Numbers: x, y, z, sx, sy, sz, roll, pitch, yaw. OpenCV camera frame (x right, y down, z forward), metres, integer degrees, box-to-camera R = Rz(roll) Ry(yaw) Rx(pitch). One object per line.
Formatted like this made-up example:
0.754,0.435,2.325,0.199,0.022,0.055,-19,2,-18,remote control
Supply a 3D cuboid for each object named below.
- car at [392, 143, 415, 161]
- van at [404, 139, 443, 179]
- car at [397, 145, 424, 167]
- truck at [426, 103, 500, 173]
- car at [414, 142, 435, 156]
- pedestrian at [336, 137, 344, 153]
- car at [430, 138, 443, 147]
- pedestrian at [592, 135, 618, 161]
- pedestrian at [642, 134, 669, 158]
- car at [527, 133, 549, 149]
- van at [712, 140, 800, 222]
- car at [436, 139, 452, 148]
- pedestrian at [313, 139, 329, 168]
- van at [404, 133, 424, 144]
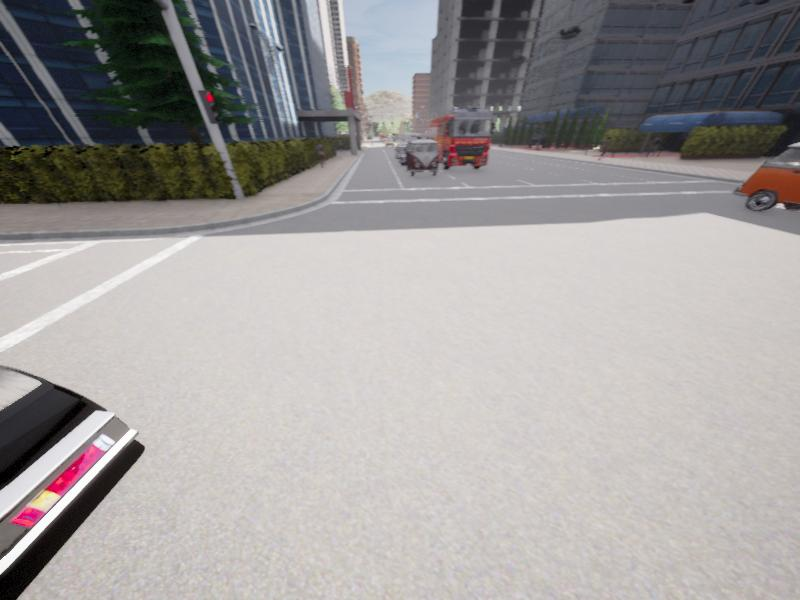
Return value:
0.286,-16.752,26.068,2.033,1.411,5.357,-3,36,-4,car
1.391,-9.603,15.561,1.775,1.987,4.442,-3,36,-4,van
0.848,-13.045,20.812,1.970,1.475,3.806,-3,36,-4,car
4.463,-13.212,18.963,2.891,3.827,8.468,-3,36,-4,truck
3.218,-20.624,31.440,1.994,1.385,4.181,-4,36,-4,car
-8.838,-23.003,34.259,0.751,1.860,0.751,-3,36,-3,pedestrian
8.095,-35.147,51.527,1.970,1.475,3.806,-3,36,-4,car
17.821,-13.227,20.120,0.751,1.860,0.751,-5,36,-6,pedestrian
24.098,-14.539,21.830,0.751,1.860,0.751,-4,36,-4,pedestrian
22.667,-26.219,38.023,2.390,2.098,6.274,15,39,21,car
12.896,-3.224,6.442,1.775,1.987,4.442,-3,36,-4,van
8.662,-31.279,46.105,1.837,1.490,4.892,-3,36,-4,car
-6.229,-11.591,18.281,0.751,1.860,0.751,-3,36,-3,pedestrian
4.163,-49.593,70.816,5.915,2.561,1.988,-3,36,-3,van
